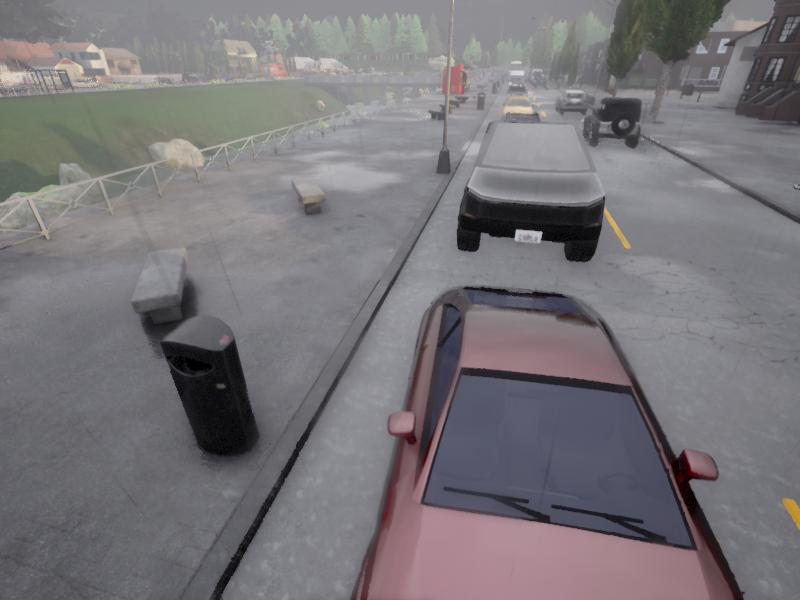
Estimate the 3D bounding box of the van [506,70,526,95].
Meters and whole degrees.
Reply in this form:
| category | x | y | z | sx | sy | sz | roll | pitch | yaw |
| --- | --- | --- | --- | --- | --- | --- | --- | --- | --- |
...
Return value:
| category | x | y | z | sx | sy | sz | roll | pitch | yaw |
| --- | --- | --- | --- | --- | --- | --- | --- | --- | --- |
| van | 14.796 | -27.751 | 50.953 | 1.988 | 2.561 | 5.915 | 7 | 31 | 12 |

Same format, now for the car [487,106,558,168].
| category | x | y | z | sx | sy | sz | roll | pitch | yaw |
| --- | --- | --- | --- | --- | --- | --- | --- | --- | --- |
| car | 4.715 | -6.563 | 15.752 | 2.128 | 1.511 | 4.902 | 7 | 31 | 12 |

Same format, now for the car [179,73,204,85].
| category | x | y | z | sx | sy | sz | roll | pitch | yaw |
| --- | --- | --- | --- | --- | --- | --- | --- | --- | --- |
| car | -40.916 | -43.468 | 78.621 | 1.905 | 1.878 | 3.866 | 7 | 31 | 12 |

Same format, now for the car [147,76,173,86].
| category | x | y | z | sx | sy | sz | roll | pitch | yaw |
| --- | --- | --- | --- | --- | --- | --- | --- | --- | --- |
| car | -45.725 | -41.846 | 76.323 | 1.970 | 1.475 | 3.806 | 7 | 31 | 12 |

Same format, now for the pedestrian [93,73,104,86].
| category | x | y | z | sx | sy | sz | roll | pitch | yaw |
| --- | --- | --- | --- | --- | --- | --- | --- | --- | --- |
| pedestrian | -52.758 | -38.583 | 70.024 | 0.751 | 1.860 | 0.751 | 7 | 31 | 12 |

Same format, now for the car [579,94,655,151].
| category | x | y | z | sx | sy | sz | roll | pitch | yaw |
| --- | --- | --- | --- | --- | --- | --- | --- | --- | --- |
| car | 9.459 | -8.014 | 17.852 | 1.905 | 1.878 | 3.866 | 7 | 31 | 12 |

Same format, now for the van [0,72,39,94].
| category | x | y | z | sx | sy | sz | roll | pitch | yaw |
| --- | --- | --- | --- | --- | --- | --- | --- | --- | --- |
| van | -52.327 | -28.751 | 52.886 | 2.351 | 2.431 | 6.366 | 7 | 31 | 12 |

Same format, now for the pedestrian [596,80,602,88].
| category | x | y | z | sx | sy | sz | roll | pitch | yaw |
| --- | --- | --- | --- | --- | --- | --- | --- | --- | --- |
| pedestrian | 30.252 | -32.781 | 60.791 | 0.500 | 1.100 | 0.500 | 2 | 30 | 4 |

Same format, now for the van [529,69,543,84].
| category | x | y | z | sx | sy | sz | roll | pitch | yaw |
| --- | --- | --- | --- | --- | --- | --- | --- | --- | --- |
| van | 27.140 | -44.638 | 79.851 | 1.988 | 2.561 | 5.915 | 7 | 31 | 12 |

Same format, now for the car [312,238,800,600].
| category | x | y | z | sx | sy | sz | roll | pitch | yaw |
| --- | --- | --- | --- | --- | --- | --- | --- | --- | --- |
| car | 0.934 | 1.011 | 2.958 | 1.994 | 1.385 | 4.181 | 5 | 30 | 9 |

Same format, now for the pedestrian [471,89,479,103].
| category | x | y | z | sx | sy | sz | roll | pitch | yaw |
| --- | --- | --- | --- | --- | --- | --- | --- | --- | --- |
| pedestrian | 6.856 | -18.670 | 36.629 | 0.500 | 1.100 | 0.500 | 16 | 34 | 25 |

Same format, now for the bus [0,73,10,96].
| category | x | y | z | sx | sy | sz | roll | pitch | yaw |
| --- | --- | --- | --- | --- | --- | --- | --- | --- | --- |
| bus | -50.775 | -24.526 | 43.840 | 3.944 | 4.253 | 10.273 | 7 | 31 | 12 |

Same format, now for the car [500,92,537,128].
| category | x | y | z | sx | sy | sz | roll | pitch | yaw |
| --- | --- | --- | --- | --- | --- | --- | --- | --- | --- |
| car | 7.244 | -11.788 | 24.625 | 1.801 | 1.575 | 5.366 | 7 | 31 | 12 |

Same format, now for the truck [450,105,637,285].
| category | x | y | z | sx | sy | sz | roll | pitch | yaw |
| --- | --- | --- | --- | --- | --- | --- | --- | --- | --- |
| truck | 2.774 | -2.830 | 8.779 | 2.390 | 2.098 | 6.274 | 7 | 31 | 12 |

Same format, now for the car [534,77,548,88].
| category | x | y | z | sx | sy | sz | roll | pitch | yaw |
| --- | --- | --- | --- | --- | --- | --- | --- | --- | --- |
| car | 22.847 | -35.387 | 65.021 | 1.789 | 1.549 | 3.705 | 7 | 31 | 12 |

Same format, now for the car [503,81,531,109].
| category | x | y | z | sx | sy | sz | roll | pitch | yaw |
| --- | --- | --- | --- | --- | --- | --- | --- | --- | --- |
| car | 10.036 | -17.657 | 34.372 | 1.932 | 1.855 | 4.605 | 7 | 31 | 12 |

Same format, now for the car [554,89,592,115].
| category | x | y | z | sx | sy | sz | roll | pitch | yaw |
| --- | --- | --- | --- | --- | --- | --- | --- | --- | --- |
| car | 12.904 | -14.911 | 30.068 | 1.970 | 1.475 | 3.806 | 7 | 31 | 12 |
